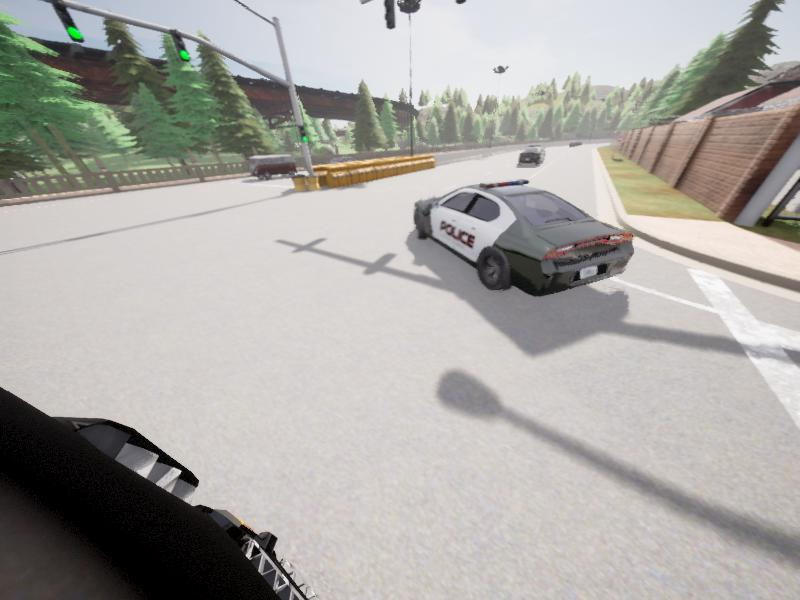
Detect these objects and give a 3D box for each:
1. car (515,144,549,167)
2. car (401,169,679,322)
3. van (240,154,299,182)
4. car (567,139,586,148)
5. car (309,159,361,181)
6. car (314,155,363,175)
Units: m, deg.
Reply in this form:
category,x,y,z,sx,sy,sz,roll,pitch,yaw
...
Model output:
category,x,y,z,sx,sy,sz,roll,pitch,yaw
car,13.577,-14.865,23.682,1.930,1.638,5.238,19,39,29
car,1.877,-1.818,5.144,2.038,1.542,4.974,-13,35,-16
van,-12.718,-13.177,22.936,1.775,1.987,4.442,18,39,29
car,44.179,-39.174,57.830,4.902,1.511,2.128,-29,41,-33
car,-5.798,-11.923,21.059,1.994,1.385,4.181,19,39,29
car,-6.560,-14.814,25.330,2.128,1.511,4.902,18,39,29
